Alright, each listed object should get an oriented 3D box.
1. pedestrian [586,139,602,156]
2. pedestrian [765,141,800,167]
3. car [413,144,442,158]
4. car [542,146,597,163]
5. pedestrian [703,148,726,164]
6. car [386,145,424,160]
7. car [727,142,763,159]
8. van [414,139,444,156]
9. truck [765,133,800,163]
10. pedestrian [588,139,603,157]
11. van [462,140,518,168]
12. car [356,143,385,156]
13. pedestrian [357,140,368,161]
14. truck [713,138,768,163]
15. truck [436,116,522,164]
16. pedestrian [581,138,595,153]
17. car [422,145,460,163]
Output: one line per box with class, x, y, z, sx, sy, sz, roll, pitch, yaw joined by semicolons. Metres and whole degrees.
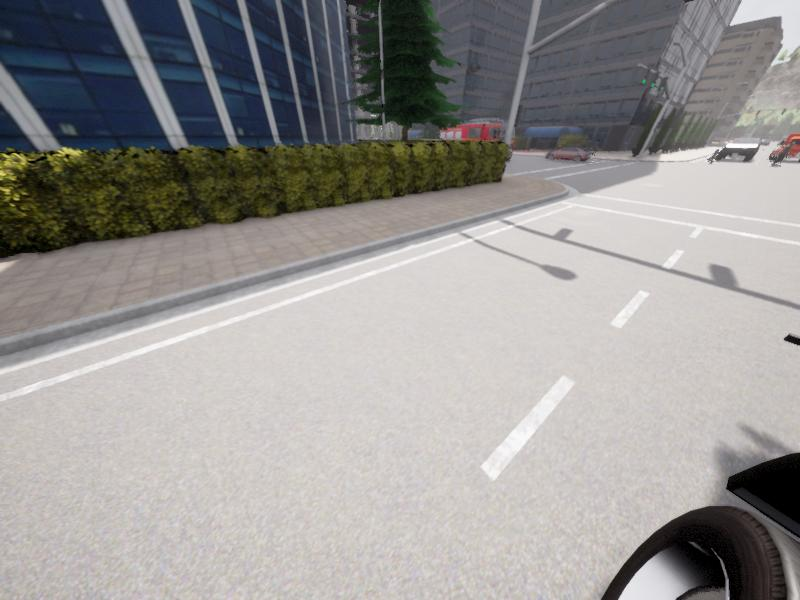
pedestrian;24.961;-19.671;29.775;0.751;1.860;0.751;-19;39;-25
pedestrian;33.689;-12.841;20.298;0.751;1.860;0.751;-13;37;-18
car;3.719;-20.404;31.527;1.845;1.501;3.633;-24;41;-30
car;18.397;-15.923;25.225;1.994;1.385;4.181;-24;41;-30
pedestrian;30.780;-14.119;22.613;0.751;1.300;0.751;-25;42;-31
car;0.566;-19.396;30.232;2.033;1.411;5.357;-24;41;-30
car;44.054;-19.161;29.494;5.366;1.575;1.801;-23;41;-29
van;4.366;-23.733;35.851;1.775;1.987;4.442;-27;43;-32
truck;42.194;-16.239;24.585;5.204;2.467;2.627;-23;41;-29
pedestrian;24.452;-19.058;28.908;0.751;1.860;0.751;25;42;31
van;8.289;-13.813;21.752;1.775;1.987;4.442;-24;41;-30
car;-4.609;-23.363;35.765;1.882;1.535;5.008;-24;41;-30
pedestrian;-4.146;-16.408;25.305;0.751;1.860;0.751;-23;41;-29
truck;37.737;-16.687;25.568;6.274;2.098;2.390;-23;41;-29
truck;8.292;-17.883;25.932;2.891;3.827;8.468;-24;42;-30
pedestrian;28.754;-23.675;35.424;0.751;1.860;0.751;-7;36;-9
car;4.477;-16.482;26.002;1.970;1.475;3.806;-24;41;-29
